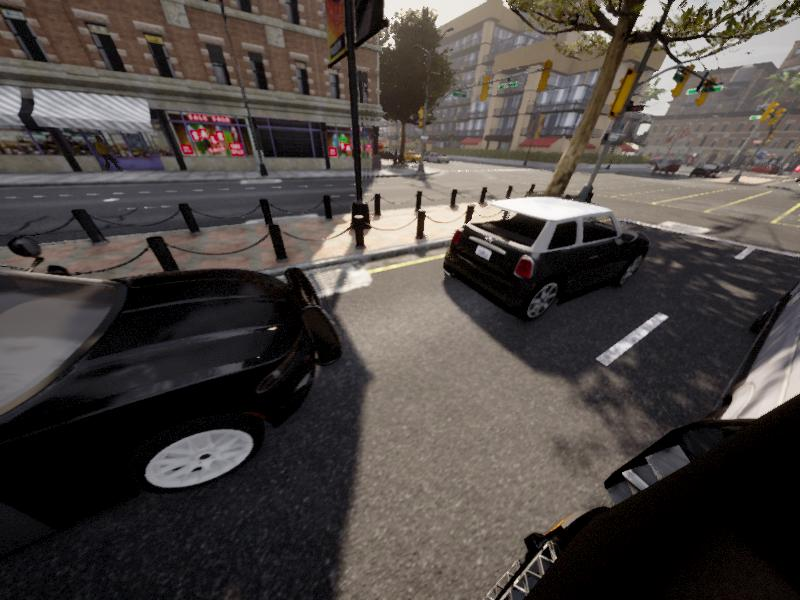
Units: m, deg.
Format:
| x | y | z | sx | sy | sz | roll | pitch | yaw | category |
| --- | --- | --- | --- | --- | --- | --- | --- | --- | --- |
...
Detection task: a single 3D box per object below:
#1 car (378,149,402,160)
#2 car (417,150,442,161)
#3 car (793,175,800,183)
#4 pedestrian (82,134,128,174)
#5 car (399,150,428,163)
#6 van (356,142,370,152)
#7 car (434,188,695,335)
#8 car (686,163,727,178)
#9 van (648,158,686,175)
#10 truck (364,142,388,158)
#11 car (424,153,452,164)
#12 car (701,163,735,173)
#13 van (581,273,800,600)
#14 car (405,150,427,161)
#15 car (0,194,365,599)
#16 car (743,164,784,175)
| x | y | z | sx | sy | sz | roll | pitch | yaw | category |
| --- | --- | --- | --- | --- | --- | --- | --- | --- | --- |
| -1.806 | -25.602 | 40.661 | 3.806 | 1.475 | 1.970 | 27 | 41 | 32 | car |
| 5.448 | -26.985 | 43.171 | 1.837 | 1.490 | 4.892 | -16 | 38 | -26 | car |
| 52.489 | -15.652 | 29.109 | 5.027 | 1.651 | 2.152 | -16 | 38 | -26 | car |
| -16.904 | -8.383 | 13.320 | 0.751 | 1.860 | 0.751 | -15 | 38 | -25 | pedestrian |
| 2.071 | -22.635 | 36.382 | 1.801 | 1.575 | 5.366 | -17 | 38 | -26 | car |
| -11.742 | -48.154 | 72.727 | 1.988 | 2.561 | 5.915 | -17 | 38 | -26 | van |
| 2.851 | -1.059 | 4.293 | 3.806 | 1.475 | 1.970 | -15 | 37 | -24 | car |
| 41.590 | -17.608 | 31.323 | 5.238 | 1.638 | 1.930 | -16 | 38 | -26 | car |
| 37.786 | -18.887 | 32.681 | 4.442 | 1.987 | 1.775 | -16 | 38 | -26 | van |
| -4.768 | -29.713 | 45.722 | 2.627 | 2.467 | 5.204 | -17 | 38 | -26 | truck |
| 5.943 | -22.570 | 36.787 | 1.895 | 1.301 | 4.718 | -17 | 38 | -26 | car |
| 61.340 | -25.463 | 44.518 | 5.357 | 1.411 | 2.033 | -12 | 36 | -20 | car |
| 4.254 | 0.344 | 1.331 | 5.915 | 2.561 | 1.988 | -16 | 38 | -26 | van |
| 2.753 | -25.772 | 41.205 | 1.970 | 1.475 | 3.806 | -17 | 38 | -26 | car |
| -3.050 | 0.598 | 1.296 | 5.238 | 1.638 | 1.930 | -16 | 38 | -26 | car |
| 72.173 | -26.057 | 45.984 | 1.851 | 1.617 | 3.988 | 5 | 34 | 4 | car |
